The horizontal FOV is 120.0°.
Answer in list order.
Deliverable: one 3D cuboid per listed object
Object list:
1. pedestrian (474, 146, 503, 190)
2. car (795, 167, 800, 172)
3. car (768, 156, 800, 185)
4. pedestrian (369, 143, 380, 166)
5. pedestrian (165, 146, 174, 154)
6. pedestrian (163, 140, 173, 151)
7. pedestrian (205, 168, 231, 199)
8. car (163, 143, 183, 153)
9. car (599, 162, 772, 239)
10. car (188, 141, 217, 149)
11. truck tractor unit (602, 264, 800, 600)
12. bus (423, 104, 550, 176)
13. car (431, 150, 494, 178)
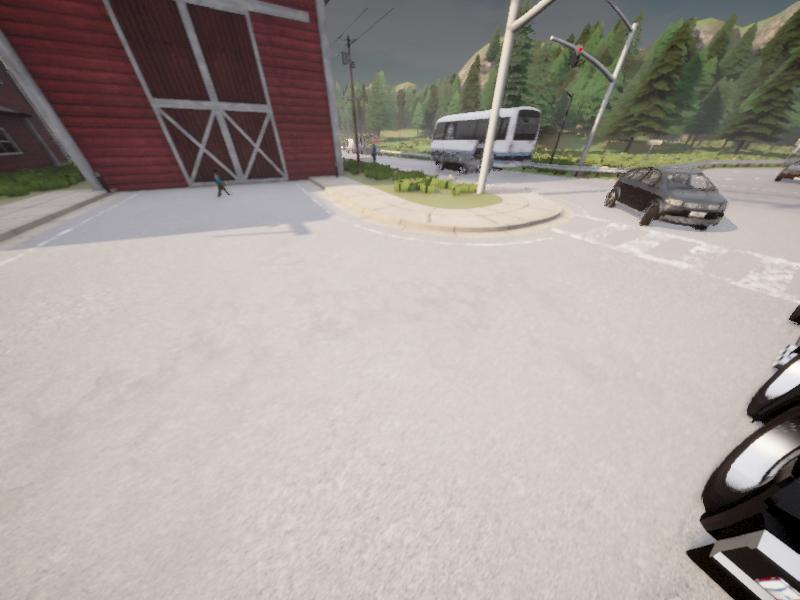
[{"bbox_3d":[4.507,-6.807,11.933,0.751,1.860,0.751,-10,36,-14],"label":"pedestrian"},{"bbox_3d":[38.946,-12.553,20.913,4.611,1.667,2.242,-18,39,-24],"label":"car"},{"bbox_3d":[28.176,-8.955,15.893,5.357,1.411,2.033,-18,39,-24],"label":"car"},{"bbox_3d":[-2.503,-14.256,22.578,0.751,1.860,0.751,-18,39,-24],"label":"pedestrian"},{"bbox_3d":[-36.748,-23.902,36.813,0.500,1.100,0.500,-18,39,-24],"label":"pedestrian"},{"bbox_3d":[-47.250,-31.558,47.060,0.751,1.860,0.751,-17,38,-23],"label":"pedestrian"},{"bbox_3d":[-7.797,-5.023,9.940,0.500,1.100,0.500,-18,39,-24],"label":"pedestrian"},{"bbox_3d":[-44.387,-29.848,45.265,1.816,1.474,4.193,-18,39,-24],"label":"car"},{"bbox_3d":[8.992,-3.609,7.909,1.789,1.549,3.705,11,36,11],"label":"car"},{"bbox_3d":[-51.152,-40.242,60.009,1.930,1.638,5.238,13,37,17],"label":"car"},{"bbox_3d":[5.108,-0.304,0.781,6.516,4.208,3.053,-18,39,-24],"label":"truck tractor unit"},{"bbox_3d":[6.824,-14.419,21.106,3.944,4.253,10.273,-18,39,-25],"label":"bus"},{"bbox_3d":[4.848,-11.190,18.847,2.128,1.511,4.902,-17,39,-24],"label":"car"}]
